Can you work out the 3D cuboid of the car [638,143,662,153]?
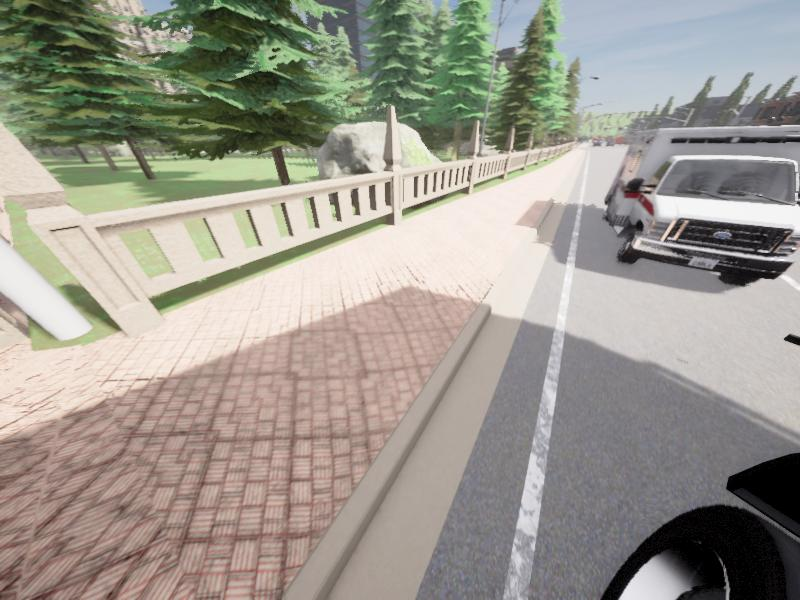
[{"bbox_3d":[45.345,-27.679,42.042,2.033,1.411,5.357,21,40,28],"label":"car"}]

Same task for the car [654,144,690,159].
[{"bbox_3d":[36.058,-19.882,30.805,1.882,1.535,5.008,21,40,28],"label":"car"}]

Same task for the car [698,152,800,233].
[{"bbox_3d":[12.605,-3.702,7.573,2.097,1.767,4.553,21,40,28],"label":"car"}]

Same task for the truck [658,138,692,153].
[{"bbox_3d":[49.619,-28.043,41.878,2.390,2.098,6.274,21,40,28],"label":"truck"}]

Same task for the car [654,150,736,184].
[{"bbox_3d":[18.680,-8.724,14.971,2.007,1.525,4.514,21,40,28],"label":"car"}]

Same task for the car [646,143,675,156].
[{"bbox_3d":[40.081,-23.267,35.673,1.837,1.490,4.892,21,40,28],"label":"car"}]

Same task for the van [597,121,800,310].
[{"bbox_3d":[6.941,-2.718,5.694,2.351,2.431,6.366,21,40,28],"label":"van"}]
